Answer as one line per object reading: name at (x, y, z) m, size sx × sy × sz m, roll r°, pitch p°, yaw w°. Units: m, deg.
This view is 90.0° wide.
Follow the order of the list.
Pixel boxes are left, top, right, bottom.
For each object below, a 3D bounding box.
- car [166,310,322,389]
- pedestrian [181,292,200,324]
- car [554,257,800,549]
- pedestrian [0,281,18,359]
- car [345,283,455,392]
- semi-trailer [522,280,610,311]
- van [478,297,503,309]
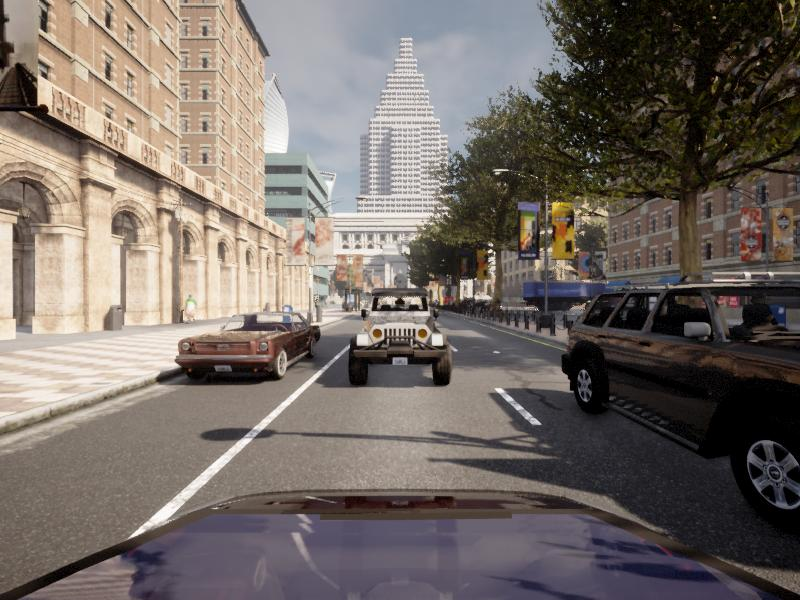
car at (-3.250, 0.940, 9.526) m, size 1.895 × 1.301 × 4.718 m, roll 0°, pitch 0°, yaw 0°
pedestrian at (-12.429, 0.488, 23.760) m, size 0.751 × 1.860 × 0.751 m, roll 0°, pitch 0°, yaw 0°
car at (3.501, 0.653, 4.281) m, size 1.932 × 1.855 × 4.605 m, roll 0°, pitch 0°, yaw 0°
pedestrian at (-9.910, 0.486, 9.614) m, size 0.751 × 1.860 × 0.751 m, roll 0°, pitch 0°, yaw -5°
car at (-0.001, 0.647, 8.853) m, size 1.905 × 1.878 × 3.866 m, roll 0°, pitch 0°, yaw 0°
semi-trailer at (24.927, -0.613, 59.602) m, size 14.254 × 4.402 × 2.717 m, roll 0°, pitch 0°, yaw -22°
van at (16.223, 0.582, 71.716) m, size 2.069 × 2.038 × 4.480 m, roll 0°, pitch 0°, yaw -24°
